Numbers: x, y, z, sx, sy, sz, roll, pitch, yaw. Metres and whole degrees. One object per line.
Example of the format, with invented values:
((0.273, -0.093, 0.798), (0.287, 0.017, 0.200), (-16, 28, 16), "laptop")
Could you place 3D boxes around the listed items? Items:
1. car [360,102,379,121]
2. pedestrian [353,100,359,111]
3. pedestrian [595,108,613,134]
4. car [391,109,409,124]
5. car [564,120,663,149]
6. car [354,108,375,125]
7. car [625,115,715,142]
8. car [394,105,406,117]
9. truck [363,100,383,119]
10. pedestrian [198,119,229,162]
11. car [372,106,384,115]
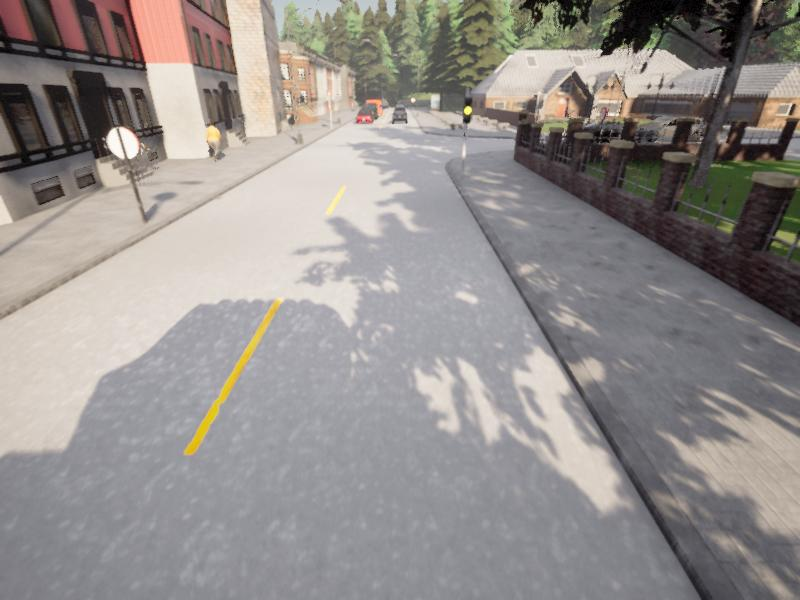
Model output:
((-4.017, -25.164, 53.255), (2.150, 2.045, 5.566), (0, 27, 0), "car")
((-8.474, -37.166, 76.496), (0.751, 1.860, 0.751), (10, 29, 19), "pedestrian")
((16.534, -14.497, 32.410), (0.751, 1.860, 0.751), (5, 28, 10), "pedestrian")
((-0.012, -21.756, 47.342), (2.033, 1.411, 5.357), (0, 27, 0), "car")
((13.306, -10.449, 25.205), (5.008, 1.535, 1.882), (0, 27, 1), "car")
((-4.010, -21.179, 46.086), (2.007, 1.525, 4.514), (0, 27, 0), "car")
((19.148, -12.271, 28.588), (4.611, 1.667, 2.242), (0, 27, 1), "car")
((0.015, -30.110, 63.644), (1.837, 1.490, 4.892), (0, 27, 0), "car")
((-3.992, -29.057, 60.832), (2.627, 2.467, 5.204), (0, 27, 0), "truck")
((-8.885, -7.615, 19.106), (0.751, 1.860, 0.751), (1, 27, 1), "pedestrian")
((-3.966, -33.916, 71.542), (1.895, 1.301, 4.718), (0, 27, 0), "car")
